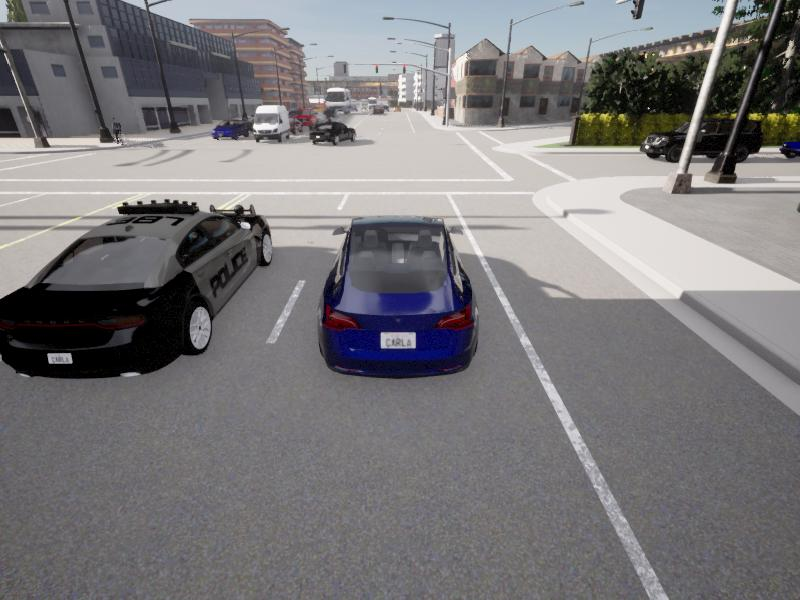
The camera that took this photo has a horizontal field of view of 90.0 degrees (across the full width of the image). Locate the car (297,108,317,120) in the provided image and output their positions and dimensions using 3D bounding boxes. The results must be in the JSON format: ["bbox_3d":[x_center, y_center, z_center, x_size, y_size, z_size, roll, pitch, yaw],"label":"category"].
[{"bbox_3d":[-14.400,-28.894,62.083,1.994,1.385,4.181,0,28,0],"label":"car"}]

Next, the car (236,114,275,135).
[{"bbox_3d":[-14.255,-17.513,39.782,1.930,1.638,5.238,0,27,0],"label":"car"}]

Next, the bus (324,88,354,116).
[{"bbox_3d":[-10.856,-35.994,72.517,3.944,4.253,10.273,0,27,0],"label":"bus"}]

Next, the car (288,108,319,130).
[{"bbox_3d":[-10.789,-20.545,45.355,2.150,2.045,5.566,0,27,0],"label":"car"}]

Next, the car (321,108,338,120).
[{"bbox_3d":[-10.903,-29.039,62.244,1.816,1.474,4.193,0,28,0],"label":"car"}]

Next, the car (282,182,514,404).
[{"bbox_3d":[-0.031,-0.602,6.212,2.163,1.488,4.792,0,27,0],"label":"car"}]

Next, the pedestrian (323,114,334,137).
[{"bbox_3d":[-6.242,-15.267,35.024,0.751,1.860,0.751,-5,27,-10],"label":"pedestrian"}]

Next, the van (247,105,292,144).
[{"bbox_3d":[-10.330,-14.206,32.194,1.988,2.561,5.915,-2,27,-4],"label":"van"}]

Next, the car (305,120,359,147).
[{"bbox_3d":[-5.011,-12.696,30.280,1.882,1.535,5.008,9,28,17],"label":"car"}]

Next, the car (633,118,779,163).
[{"bbox_3d":[15.945,-8.466,21.181,5.566,2.045,2.150,0,26,0],"label":"car"}]

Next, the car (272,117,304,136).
[{"bbox_3d":[-10.727,-16.855,38.687,1.812,1.442,4.674,0,27,0],"label":"car"}]

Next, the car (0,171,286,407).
[{"bbox_3d":[-3.524,-0.752,6.336,1.930,1.638,5.238,0,27,0],"label":"car"}]

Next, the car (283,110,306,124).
[{"bbox_3d":[-14.351,-24.985,54.550,1.837,1.490,4.892,0,28,0],"label":"car"}]

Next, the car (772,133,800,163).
[{"bbox_3d":[23.277,-8.123,21.334,4.718,1.301,1.895,0,26,0],"label":"car"}]

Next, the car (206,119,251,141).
[{"bbox_3d":[-14.229,-14.247,33.462,1.816,1.474,4.193,0,27,0],"label":"car"}]

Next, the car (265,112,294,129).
[{"bbox_3d":[-14.309,-21.541,47.869,1.882,1.535,5.008,0,27,0],"label":"car"}]

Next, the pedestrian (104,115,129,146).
[{"bbox_3d":[-19.238,-11.535,27.191,0.751,1.860,0.751,22,34,37],"label":"pedestrian"}]

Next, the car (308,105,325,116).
[{"bbox_3d":[-14.454,-33.013,69.693,1.882,1.535,5.008,0,28,0],"label":"car"}]

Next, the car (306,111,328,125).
[{"bbox_3d":[-10.837,-23.867,52.465,1.812,1.442,4.674,0,27,0],"label":"car"}]
